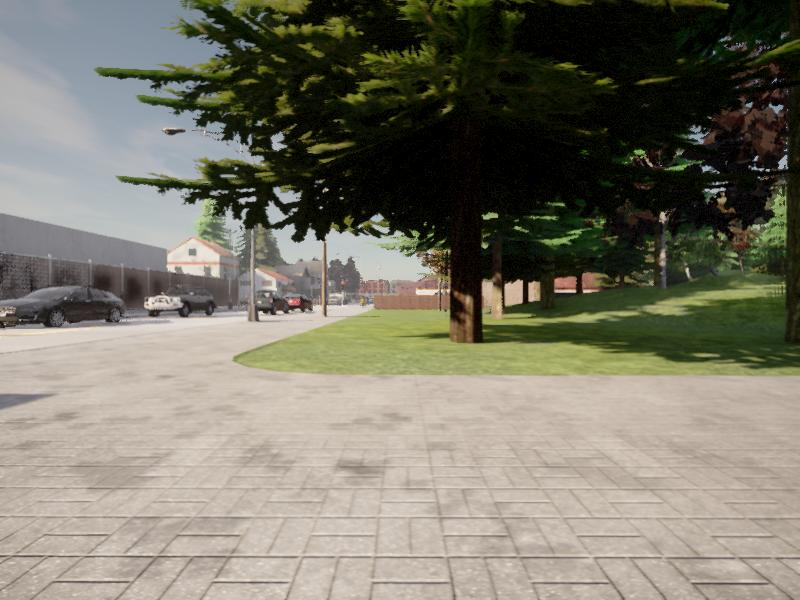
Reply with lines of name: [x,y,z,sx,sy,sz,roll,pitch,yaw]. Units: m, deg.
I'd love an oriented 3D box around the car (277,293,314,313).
car: [-8.512,0.221,33.074,2.007,1.525,4.514,0,0,-1]

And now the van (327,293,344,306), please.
van: [-12.513,-0.018,77.778,2.351,2.431,6.366,0,0,0]

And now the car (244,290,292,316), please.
car: [-8.669,0.180,26.570,1.851,1.617,3.988,0,0,0]

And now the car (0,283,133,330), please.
car: [-12.753,0.235,15.274,1.837,1.490,4.892,0,-1,0]

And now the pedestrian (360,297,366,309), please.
pedestrian: [-3.460,0.310,37.437,0.500,1.100,0.500,0,0,0]

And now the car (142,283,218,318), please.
car: [-12.676,0.041,23.464,1.932,1.855,4.605,0,0,0]
